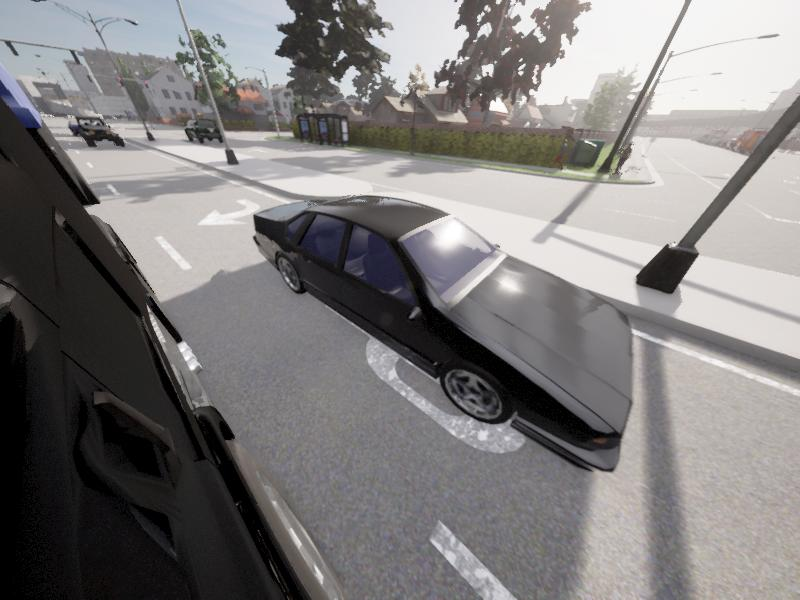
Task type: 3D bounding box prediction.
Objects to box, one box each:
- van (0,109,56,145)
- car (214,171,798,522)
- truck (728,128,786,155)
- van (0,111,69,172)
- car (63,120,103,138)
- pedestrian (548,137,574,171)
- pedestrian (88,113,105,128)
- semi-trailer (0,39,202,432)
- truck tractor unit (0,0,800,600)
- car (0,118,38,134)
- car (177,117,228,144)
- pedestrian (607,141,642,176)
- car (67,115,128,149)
[{"bbox_3d":[-30.044,-13.834,18.425,4.480,2.038,2.069,28,44,29],"label":"van"},{"bbox_3d":[-0.070,-0.521,3.179,5.357,1.411,2.033,28,44,29],"label":"car"},{"bbox_3d":[65.829,-29.595,42.938,2.891,3.827,8.468,28,45,30],"label":"truck"},{"bbox_3d":[-17.990,-7.486,10.760,4.480,2.038,2.069,27,43,30],"label":"van"},{"bbox_3d":[-34.235,-18.455,24.935,4.718,1.301,1.895,28,43,29],"label":"car"},{"bbox_3d":[11.052,-10.048,15.911,0.751,1.860,0.751,23,42,25],"label":"pedestrian"},{"bbox_3d":[-46.857,-27.727,35.703,0.751,1.860,0.751,-27,46,-34],"label":"pedestrian"},{"bbox_3d":[-8.725,-3.594,4.189,14.254,4.402,2.717,28,44,29],"label":"semi-trailer"},{"bbox_3d":[-2.645,-0.295,0.351,6.516,4.208,3.053,28,44,30],"label":"truck tractor unit"},{"bbox_3d":[-42.678,-18.490,24.433,1.895,1.301,4.718,28,43,29],"label":"car"},{"bbox_3d":[-21.039,-18.045,24.620,5.566,2.045,2.150,28,44,29],"label":"car"},{"bbox_3d":[14.507,-9.167,14.960,0.751,1.860,0.751,-23,44,-30],"label":"pedestrian"},{"bbox_3d":[-23.329,-12.962,17.828,3.866,1.878,1.905,28,44,29],"label":"car"}]
